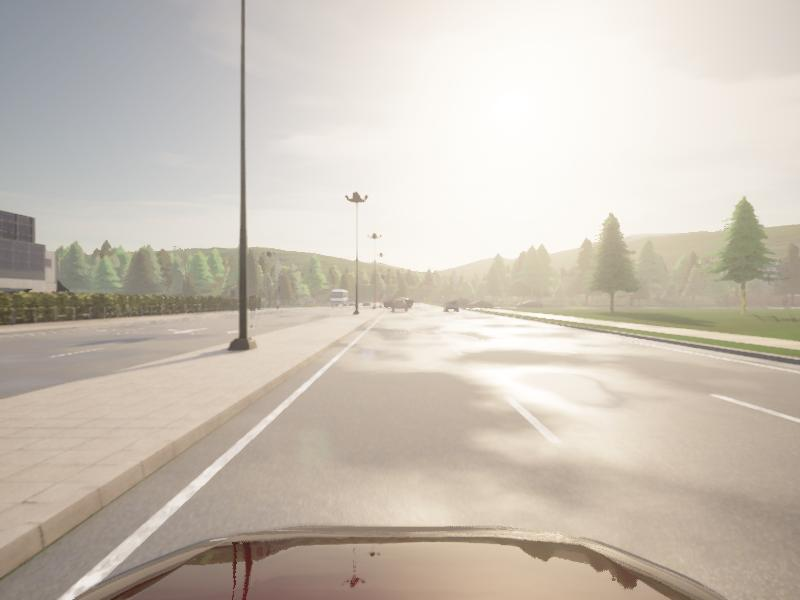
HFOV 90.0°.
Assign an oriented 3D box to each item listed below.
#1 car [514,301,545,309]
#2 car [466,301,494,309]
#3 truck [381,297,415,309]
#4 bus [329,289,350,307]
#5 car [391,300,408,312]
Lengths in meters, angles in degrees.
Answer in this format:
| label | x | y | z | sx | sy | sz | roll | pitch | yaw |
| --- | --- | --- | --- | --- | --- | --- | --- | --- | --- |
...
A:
| label | x | y | z | sx | sy | sz | roll | pitch | yaw |
| --- | --- | --- | --- | --- | --- | --- | --- | --- | --- |
| car | 22.748 | 0.872 | 70.431 | 4.902 | 1.511 | 2.128 | 0 | 0 | 0 |
| car | 14.761 | 0.842 | 73.988 | 4.892 | 1.490 | 1.837 | 0 | 0 | 0 |
| truck | -0.447 | 0.541 | 74.965 | 6.274 | 2.098 | 2.390 | 0 | 0 | 42 |
| bus | -15.181 | -0.537 | 101.756 | 3.944 | 4.253 | 10.273 | 0 | 0 | 0 |
| car | -0.059 | 0.782 | 54.975 | 2.152 | 1.651 | 5.027 | 0 | 0 | 0 |
